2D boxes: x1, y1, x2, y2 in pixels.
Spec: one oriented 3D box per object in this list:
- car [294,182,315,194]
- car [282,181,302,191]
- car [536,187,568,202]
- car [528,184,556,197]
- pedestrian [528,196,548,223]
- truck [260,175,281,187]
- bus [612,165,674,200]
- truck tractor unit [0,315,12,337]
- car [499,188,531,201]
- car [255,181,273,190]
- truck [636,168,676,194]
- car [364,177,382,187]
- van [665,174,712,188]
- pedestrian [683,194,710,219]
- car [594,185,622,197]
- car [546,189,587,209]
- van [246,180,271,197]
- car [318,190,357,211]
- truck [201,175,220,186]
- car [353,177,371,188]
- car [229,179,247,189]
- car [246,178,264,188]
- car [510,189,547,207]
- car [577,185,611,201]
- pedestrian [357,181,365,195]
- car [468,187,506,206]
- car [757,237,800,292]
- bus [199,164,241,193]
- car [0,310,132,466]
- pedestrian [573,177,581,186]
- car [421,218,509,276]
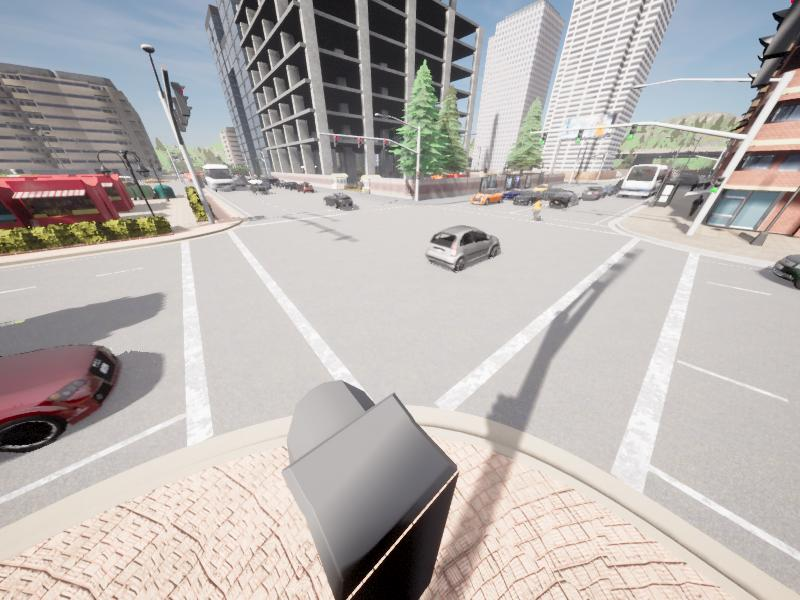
[{"bbox_3d":[-16.556,-19.550,40.149,1.851,1.617,3.988,-23,37,-34],"label":"car"},{"bbox_3d":[-20.828,-22.030,44.514,1.882,1.535,5.008,-23,37,-34],"label":"car"},{"bbox_3d":[21.150,-14.728,32.022,4.892,1.490,1.837,-23,37,-34],"label":"car"},{"bbox_3d":[23.025,-17.812,37.320,5.008,1.535,1.882,-23,37,-34],"label":"car"},{"bbox_3d":[11.252,-7.405,18.885,0.751,1.860,0.751,-23,37,-35],"label":"pedestrian"},{"bbox_3d":[-30.214,-27.803,53.953,2.390,2.098,6.274,-23,37,-34],"label":"truck"},{"bbox_3d":[36.856,-18.005,34.943,10.273,4.253,3.944,-23,37,-34],"label":"bus"},{"bbox_3d":[-12.754,0.569,2.796,6.516,4.208,3.053,-22,37,-33],"label":"truck tractor unit"},{"bbox_3d":[16.067,-14.798,32.341,4.718,1.301,1.895,-23,37,-34],"label":"car"},{"bbox_3d":[-27.697,-23.301,46.885,1.994,1.385,4.181,-23,37,-34],"label":"car"},{"bbox_3d":[46.386,-21.729,41.809,8.468,3.827,2.891,-23,37,-34],"label":"truck"},{"bbox_3d":[-5.875,-25.875,50.553,1.905,1.878,3.866,-23,37,-34],"label":"car"},{"bbox_3d":[63.608,-26.380,51.115,1.988,2.561,5.915,-22,37,-34],"label":"van"},{"bbox_3d":[24.976,-7.914,19.499,0.751,1.860,0.751,-26,39,-37],"label":"pedestrian"},{"bbox_3d":[33.237,-17.457,36.848,5.357,1.411,2.033,-23,37,-34],"label":"car"},{"bbox_3d":[19.295,-11.767,26.746,5.238,1.638,1.930,-22,37,-33],"label":"car"},{"bbox_3d":[-22.586,-17.880,36.821,2.069,2.038,4.480,-23,37,-34],"label":"van"},{"bbox_3d":[-6.958,-11.035,25.497,2.128,1.511,4.902,-21,36,-32],"label":"car"},{"bbox_3d":[-45.929,-28.949,55.930,2.390,2.098,6.274,-23,37,-34],"label":"truck"},{"bbox_3d":[-8.128,-24.929,48.916,1.905,1.878,3.866,-23,37,-34],"label":"car"},{"bbox_3d":[-34.333,-24.617,48.910,2.152,1.651,5.027,-23,37,-34],"label":"car"},{"bbox_3d":[-32.368,-26.160,51.584,2.152,1.651,5.027,-23,37,-34],"label":"car"},{"bbox_3d":[15.622,-12.414,28.014,4.892,1.490,1.837,-23,37,-34],"label":"car"},{"bbox_3d":[27.404,-15.142,32.558,4.611,1.667,2.242,-22,37,-34],"label":"car"},{"bbox_3d":[-5.926,-17.127,35.346,0.751,1.860,0.751,-17,34,-27],"label":"pedestrian"},{"bbox_3d":[10.696,-12.768,28.325,4.553,1.767,2.097,-23,37,-34],"label":"car"},{"bbox_3d":[16.218,-0.903,7.905,3.705,1.549,1.789,21,36,32],"label":"car"},{"bbox_3d":[-33.344,-22.558,42.720,3.944,4.253,10.273,-23,37,-34],"label":"bus"},{"bbox_3d":[-7.455,1.854,3.423,4.181,1.385,1.994,-23,37,-34],"label":"car"},{"bbox_3d":[40.749,-27.355,53.172,0.751,1.860,0.751,-21,36,-32],"label":"pedestrian"},{"bbox_3d":[3.122,-2.693,11.020,3.988,1.617,1.851,-23,37,-34],"label":"car"}]
